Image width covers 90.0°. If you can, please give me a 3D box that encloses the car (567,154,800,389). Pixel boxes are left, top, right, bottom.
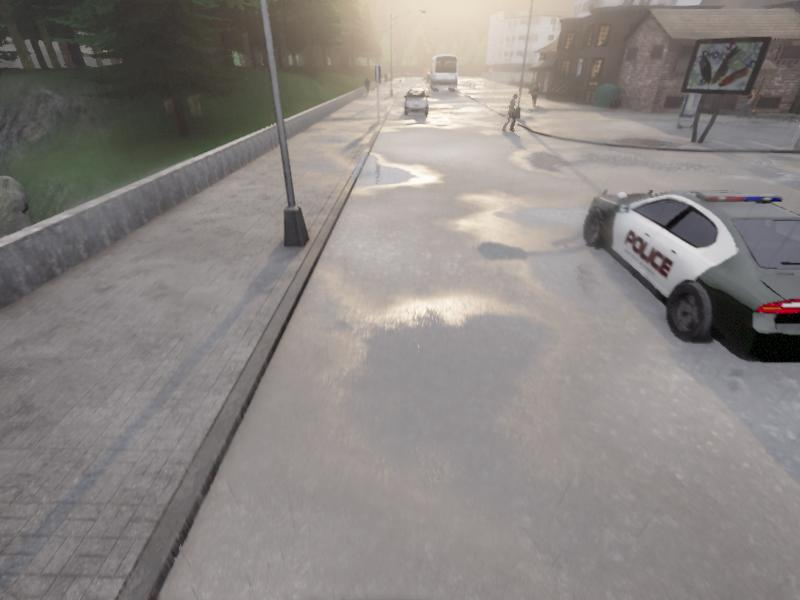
[{"bbox_3d":[4.560,-0.948,6.098,2.038,1.542,4.974,1,30,1],"label":"car"}]

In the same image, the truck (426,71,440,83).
[{"bbox_3d":[6.829,-46.518,83.423,2.390,2.098,6.274,1,30,1],"label":"truck"}]

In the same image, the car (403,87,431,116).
[{"bbox_3d":[1.185,-14.504,29.198,1.851,1.617,3.988,0,30,1],"label":"car"}]

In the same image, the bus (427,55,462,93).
[{"bbox_3d":[5.920,-31.720,55.995,3.944,4.253,10.273,1,30,1],"label":"bus"}]

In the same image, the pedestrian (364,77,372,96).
[{"bbox_3d":[-3.608,-23.930,44.803,0.751,1.860,0.751,1,30,2],"label":"pedestrian"}]

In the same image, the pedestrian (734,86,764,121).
[{"bbox_3d":[21.433,-12.119,24.617,0.751,1.860,0.751,25,39,36],"label":"pedestrian"}]

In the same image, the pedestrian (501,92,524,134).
[{"bbox_3d":[5.727,-9.514,20.365,0.751,1.860,0.751,2,30,3],"label":"pedestrian"}]

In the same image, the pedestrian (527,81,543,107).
[{"bbox_3d":[11.042,-16.832,32.668,0.751,1.860,0.751,-1,30,-2],"label":"pedestrian"}]
